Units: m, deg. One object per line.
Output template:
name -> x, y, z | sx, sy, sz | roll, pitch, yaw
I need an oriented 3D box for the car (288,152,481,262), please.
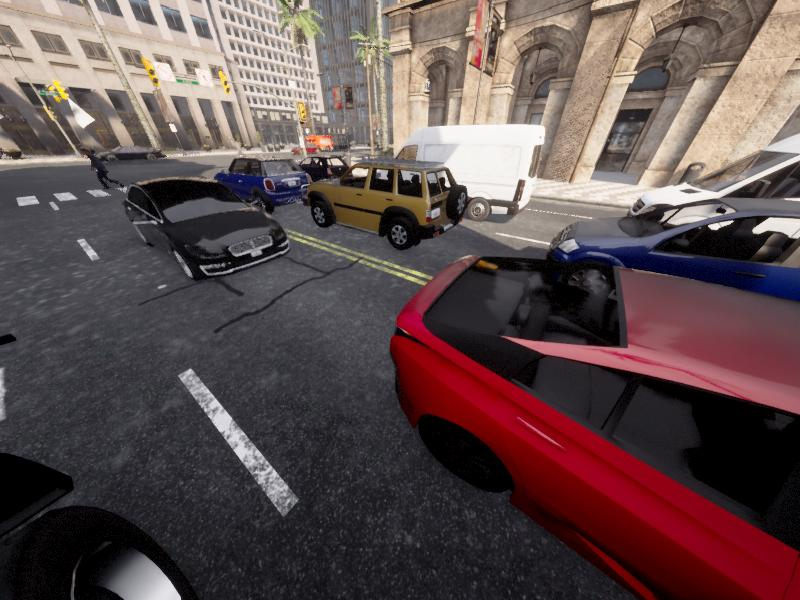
car -> -0.575, -2.831, 6.299 | 4.605, 1.855, 1.932 | 22, 41, 28

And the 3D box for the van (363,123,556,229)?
van -> 1.654, -4.658, 8.337 | 5.915, 2.561, 1.988 | 22, 41, 28

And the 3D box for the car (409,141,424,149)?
car -> 4.044, -37.756, 56.338 | 1.970, 1.475, 3.806 | 22, 41, 28

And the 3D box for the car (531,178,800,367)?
car -> 4.548, -0.620, 3.433 | 3.988, 1.617, 1.851 | 22, 41, 28

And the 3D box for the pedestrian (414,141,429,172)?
pedestrian -> 1.548, -10.566, 17.005 | 0.751, 1.860, 0.751 | 18, 39, 23

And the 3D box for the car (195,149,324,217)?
car -> -5.533, -4.810, 9.147 | 4.553, 1.767, 2.097 | 22, 41, 28

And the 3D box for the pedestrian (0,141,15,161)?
pedestrian -> -39.987, -15.046, 23.077 | 0.751, 1.860, 0.751 | 23, 41, 29

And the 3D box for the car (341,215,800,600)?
car -> 2.078, 0.865, 1.377 | 4.514, 1.525, 2.007 | 22, 41, 28

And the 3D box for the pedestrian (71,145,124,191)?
pedestrian -> -14.742, -6.442, 11.302 | 0.751, 1.860, 0.751 | 25, 42, 31

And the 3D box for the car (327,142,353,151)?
car -> -12.209, -31.346, 47.049 | 2.163, 1.488, 4.792 | 22, 41, 28

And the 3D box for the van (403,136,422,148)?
van -> 3.206, -41.086, 60.025 | 1.988, 2.561, 5.915 | 22, 41, 28

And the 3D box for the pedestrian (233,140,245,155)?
pedestrian -> -23.594, -22.325, 33.789 | 0.751, 1.860, 0.751 | -24, 42, -30

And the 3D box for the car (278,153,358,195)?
car -> -4.217, -6.632, 11.973 | 3.633, 1.501, 1.845 | 23, 41, 28

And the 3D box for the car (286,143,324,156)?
car -> -14.298, -23.014, 35.203 | 2.163, 1.488, 4.792 | 22, 41, 28

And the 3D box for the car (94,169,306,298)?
car -> -4.627, -1.896, 5.278 | 4.892, 1.490, 1.837 | 23, 41, 28

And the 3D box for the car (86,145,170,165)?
car -> -28.184, -15.259, 24.172 | 2.033, 1.411, 5.357 | 22, 41, 28

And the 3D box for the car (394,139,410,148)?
car -> 0.576, -41.714, 61.589 | 2.185, 1.767, 4.553 | 22, 41, 28

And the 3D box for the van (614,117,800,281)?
van -> 8.506, -1.849, 4.395 | 5.915, 2.561, 1.988 | 22, 41, 28

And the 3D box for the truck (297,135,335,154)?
truck -> -14.316, -26.882, 39.835 | 2.627, 2.467, 5.204 | 22, 41, 28
